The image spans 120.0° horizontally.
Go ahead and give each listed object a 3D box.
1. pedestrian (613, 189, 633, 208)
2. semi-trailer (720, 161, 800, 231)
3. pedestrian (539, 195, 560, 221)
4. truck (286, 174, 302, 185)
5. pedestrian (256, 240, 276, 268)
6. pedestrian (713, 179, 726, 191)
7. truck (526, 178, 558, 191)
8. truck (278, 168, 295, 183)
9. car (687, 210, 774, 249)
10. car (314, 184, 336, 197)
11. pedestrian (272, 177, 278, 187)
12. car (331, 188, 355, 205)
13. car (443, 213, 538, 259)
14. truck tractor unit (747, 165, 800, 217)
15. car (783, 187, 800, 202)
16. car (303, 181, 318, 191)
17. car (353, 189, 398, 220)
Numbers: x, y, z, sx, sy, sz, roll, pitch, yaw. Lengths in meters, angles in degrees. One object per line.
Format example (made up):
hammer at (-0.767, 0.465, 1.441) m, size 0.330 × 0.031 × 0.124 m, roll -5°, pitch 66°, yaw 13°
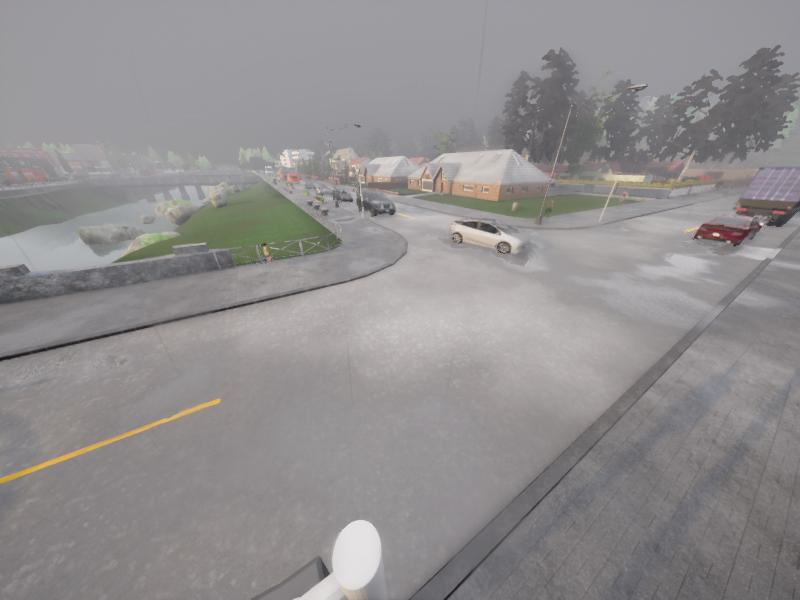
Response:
pedestrian at (24.519, -11.161, 25.429) m, size 0.751 × 1.860 × 0.751 m, roll -16°, pitch 33°, yaw -25°
semi-trailer at (33.020, -9.283, 19.869) m, size 14.254 × 4.402 × 2.717 m, roll -16°, pitch 34°, yaw -26°
pedestrian at (12.729, -7.835, 19.669) m, size 0.751 × 1.860 × 0.751 m, roll -13°, pitch 32°, yaw -21°
truck at (-27.748, -31.615, 60.500) m, size 2.627 × 2.467 × 5.204 m, roll -16°, pitch 34°, yaw -26°
pedestrian at (-6.092, -2.102, 10.480) m, size 0.500 × 1.100 × 0.500 m, roll -16°, pitch 34°, yaw -26°
pedestrian at (61.351, -22.106, 44.369) m, size 0.751 × 1.860 × 0.751 m, roll 25°, pitch 38°, yaw 36°
truck at (27.281, -22.337, 44.478) m, size 2.069 × 2.038 × 4.478 m, roll -16°, pitch 34°, yaw -26°
truck at (-35.241, -38.694, 71.401) m, size 2.891 × 3.827 × 8.468 m, roll -16°, pitch 34°, yaw -26°
car at (20.910, -4.590, 14.627) m, size 5.008 × 1.535 × 1.882 m, roll -15°, pitch 33°, yaw -24°
car at (-12.317, -17.821, 37.567) m, size 2.038 × 1.542 × 4.974 m, roll -16°, pitch 33°, yaw -25°
pedestrian at (-28.325, -26.786, 52.491) m, size 0.751 × 1.860 × 0.751 m, roll -16°, pitch 34°, yaw -26°
car at (-7.553, -13.730, 30.388) m, size 1.851 × 1.617 × 3.988 m, roll -16°, pitch 34°, yaw -26°
car at (5.049, -3.894, 13.434) m, size 4.514 × 1.525 × 2.007 m, roll 25°, pitch 38°, yaw 36°
truck tractor unit at (39.874, -11.184, 23.352) m, size 6.516 × 4.208 × 3.053 m, roll -16°, pitch 33°, yaw -26°
car at (55.090, -14.418, 31.606) m, size 5.366 × 1.575 × 1.801 m, roll -16°, pitch 34°, yaw -26°
car at (-17.790, -22.584, 45.778) m, size 1.789 × 1.549 × 3.705 m, roll -16°, pitch 34°, yaw -26°
car at (-2.516, -9.544, 22.695) m, size 2.150 × 2.045 × 5.566 m, roll -16°, pitch 34°, yaw -26°
